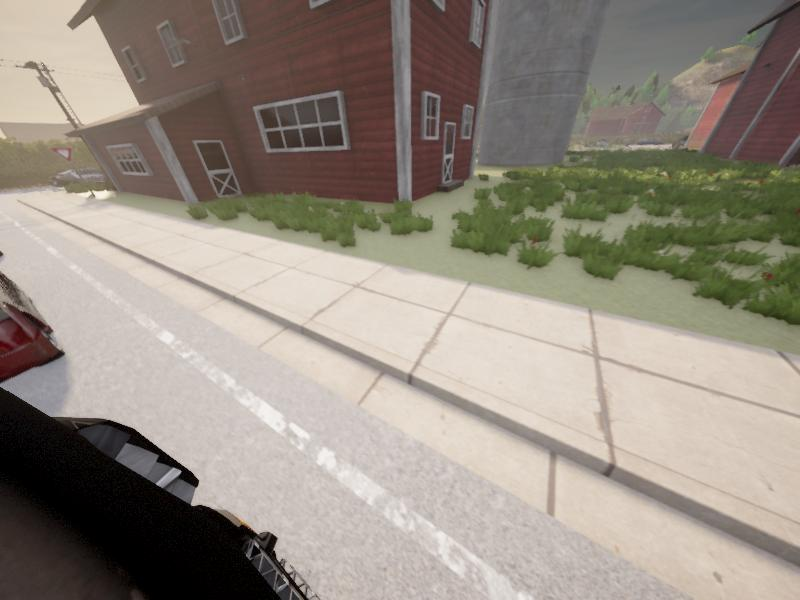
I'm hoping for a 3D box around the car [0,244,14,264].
[{"bbox_3d":[-12.758,-1.791,5.852,5.027,1.651,2.152,16,38,26],"label":"car"}]

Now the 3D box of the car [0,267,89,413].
[{"bbox_3d":[-6.155,0.251,2.626,4.181,1.385,1.994,16,38,25],"label":"car"}]

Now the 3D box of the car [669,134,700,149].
[{"bbox_3d":[48.436,-27.060,39.411,1.905,1.878,3.866,17,38,26],"label":"car"}]

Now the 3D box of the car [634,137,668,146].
[{"bbox_3d":[57.138,-36.199,52.758,4.611,1.667,2.242,17,38,26],"label":"car"}]

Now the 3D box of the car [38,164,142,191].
[{"bbox_3d":[-26.987,-10.914,20.446,2.038,1.542,4.974,10,35,17],"label":"car"}]
